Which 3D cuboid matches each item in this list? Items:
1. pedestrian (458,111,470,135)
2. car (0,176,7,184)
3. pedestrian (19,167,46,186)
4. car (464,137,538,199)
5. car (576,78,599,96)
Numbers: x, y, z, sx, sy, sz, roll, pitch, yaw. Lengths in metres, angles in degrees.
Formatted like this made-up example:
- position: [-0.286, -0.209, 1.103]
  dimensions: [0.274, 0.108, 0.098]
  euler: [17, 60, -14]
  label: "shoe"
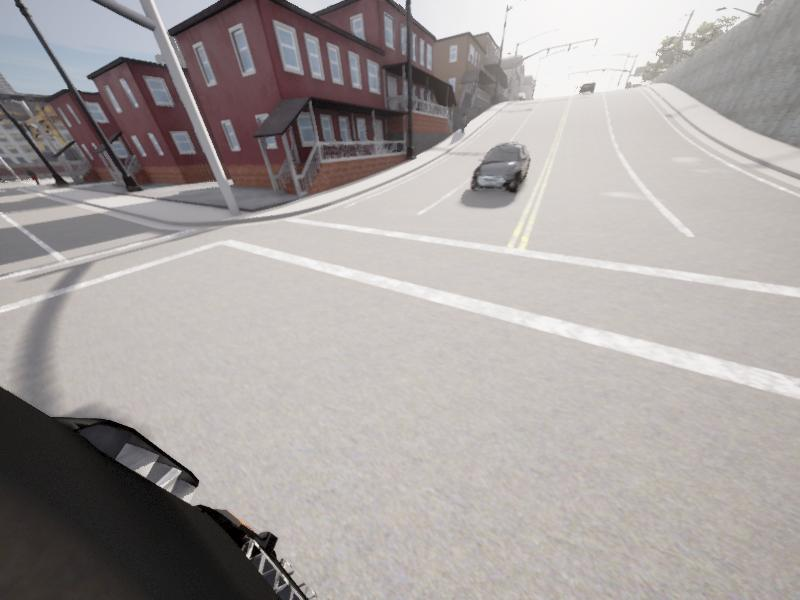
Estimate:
- position: [6.481, -17.882, 23.419]
  dimensions: [0.751, 1.860, 0.751]
  euler: [15, 38, 25]
  label: "pedestrian"
- position: [-61.325, -17.159, 33.104]
  dimensions: [1.837, 1.490, 4.892]
  euler: [16, 38, 26]
  label: "car"
- position: [-41.974, -14.134, 26.414]
  dimensions: [0.751, 1.860, 0.751]
  euler: [15, 38, 25]
  label: "pedestrian"
- position: [4.836, -6.333, 10.821]
  dimensions: [2.033, 1.649, 4.856]
  euler: [16, 43, 26]
  label: "car"
- position: [28.185, -32.014, 34.800]
  dimensions: [2.128, 1.511, 4.902]
  euler: [16, 42, 26]
  label: "car"
